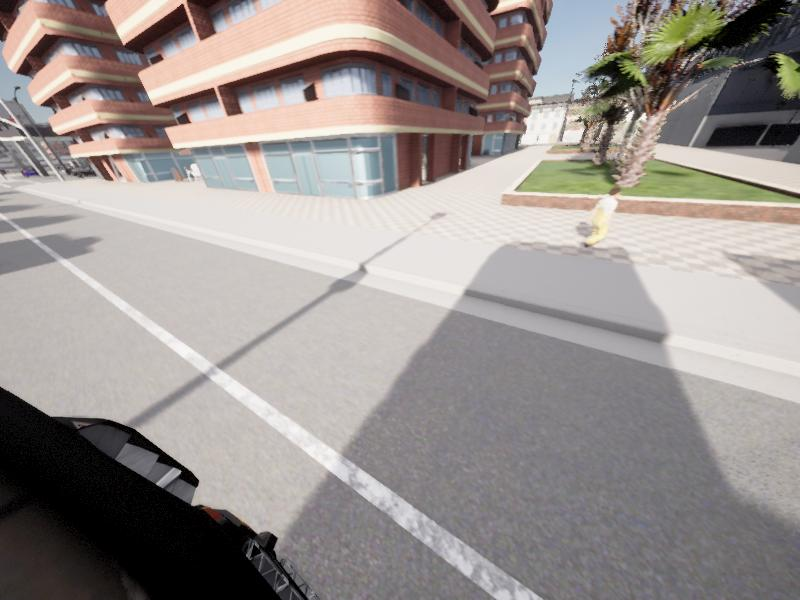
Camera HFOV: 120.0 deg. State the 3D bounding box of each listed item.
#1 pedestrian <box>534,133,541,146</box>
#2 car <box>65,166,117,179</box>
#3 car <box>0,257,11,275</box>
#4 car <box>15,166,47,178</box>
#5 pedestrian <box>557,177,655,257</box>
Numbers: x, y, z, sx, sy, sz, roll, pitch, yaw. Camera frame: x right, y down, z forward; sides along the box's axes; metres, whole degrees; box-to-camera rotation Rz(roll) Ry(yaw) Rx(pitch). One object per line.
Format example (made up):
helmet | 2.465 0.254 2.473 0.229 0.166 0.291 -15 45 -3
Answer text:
pedestrian | 25.086 -29.227 42.133 0.751 1.860 0.751 16 38 26
car | -49.935 -20.728 37.432 1.895 1.301 4.718 15 38 25
car | -12.059 -1.322 5.640 4.718 1.301 1.895 16 38 26
car | -69.280 -24.087 43.372 4.611 1.667 2.242 16 38 26
pedestrian | 3.947 -1.650 4.575 0.751 1.300 0.751 -7 34 -6
